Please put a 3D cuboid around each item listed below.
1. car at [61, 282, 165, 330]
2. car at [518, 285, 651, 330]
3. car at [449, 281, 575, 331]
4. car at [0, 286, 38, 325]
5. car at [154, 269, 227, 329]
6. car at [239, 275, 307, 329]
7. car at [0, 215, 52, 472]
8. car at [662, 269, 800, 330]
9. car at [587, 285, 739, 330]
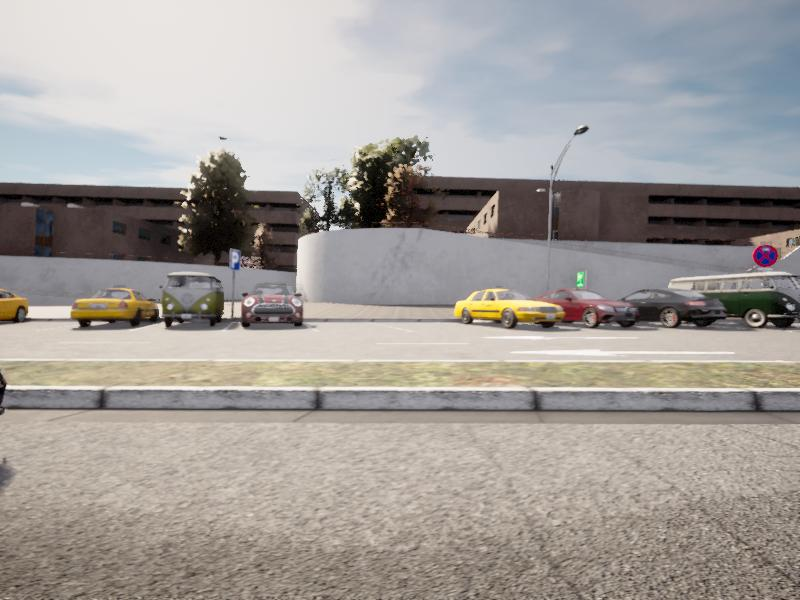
[{"bbox_3d":[-11.050,0.220,15.940,1.946,1.575,5.366,0,-1,-19],"label":"car"},{"bbox_3d":[6.888,0.278,15.590,2.002,1.452,4.674,1,-1,-19],"label":"car"},{"bbox_3d":[3.972,0.229,15.443,1.946,1.575,5.366,1,-1,-19],"label":"car"},{"bbox_3d":[-16.938,0.218,15.832,2.097,1.535,5.008,1,-1,-19],"label":"car"},{"bbox_3d":[-7.962,-0.004,15.632,1.878,1.987,4.442,1,-1,-19],"label":"car"},{"bbox_3d":[-5.035,0.101,15.739,2.185,1.767,4.553,1,-1,-19],"label":"car"},{"bbox_3d":[-4.402,0.249,1.753,4.193,1.474,1.816,0,0,1],"label":"car"},{"bbox_3d":[12.885,0.016,15.421,1.878,1.987,4.442,1,-1,-19],"label":"car"},{"bbox_3d":[9.861,0.280,15.552,2.002,1.452,4.674,0,-1,-19],"label":"car"}]
